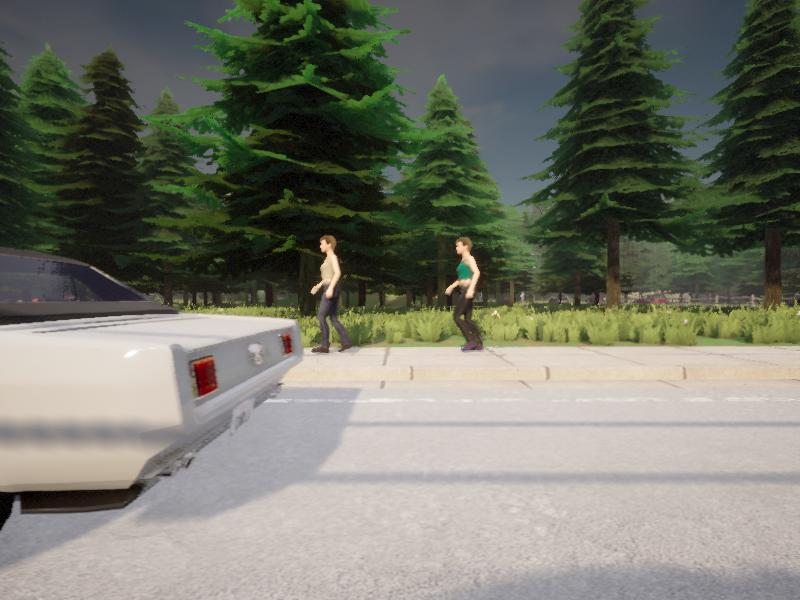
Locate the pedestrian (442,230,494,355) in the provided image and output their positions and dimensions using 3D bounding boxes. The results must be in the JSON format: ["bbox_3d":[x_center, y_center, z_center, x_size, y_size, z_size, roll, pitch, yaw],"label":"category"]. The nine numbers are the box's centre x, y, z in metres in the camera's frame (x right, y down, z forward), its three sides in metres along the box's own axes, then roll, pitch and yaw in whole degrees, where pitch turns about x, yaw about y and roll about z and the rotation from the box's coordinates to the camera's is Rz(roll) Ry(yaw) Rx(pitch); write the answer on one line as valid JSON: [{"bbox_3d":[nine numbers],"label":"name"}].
[{"bbox_3d":[1.057,-0.116,6.359,0.751,1.860,0.751,0,0,4],"label":"pedestrian"}]

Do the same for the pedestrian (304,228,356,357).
[{"bbox_3d":[-1.079,-0.109,6.231,0.751,1.860,0.751,0,0,-8],"label":"pedestrian"}]

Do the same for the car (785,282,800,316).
[{"bbox_3d":[22.918,-0.047,20.576,1.932,1.855,4.605,0,0,2],"label":"car"}]

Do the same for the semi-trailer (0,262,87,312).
[{"bbox_3d":[-36.835,-1.134,38.249,2.717,4.402,14.254,0,0,0],"label":"semi-trailer"}]

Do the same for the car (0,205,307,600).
[{"bbox_3d":[-3.092,0.355,2.206,4.718,1.301,1.895,0,0,0],"label":"car"}]

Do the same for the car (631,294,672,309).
[{"bbox_3d":[26.946,0.151,42.996,1.816,1.474,4.193,0,0,1],"label":"car"}]

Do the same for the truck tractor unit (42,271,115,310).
[{"bbox_3d":[-36.821,-1.031,46.162,3.053,4.208,6.516,0,0,1],"label":"truck tractor unit"}]

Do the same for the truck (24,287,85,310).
[{"bbox_3d":[-40.318,-0.149,46.877,2.627,2.467,5.204,0,0,1],"label":"truck"}]
